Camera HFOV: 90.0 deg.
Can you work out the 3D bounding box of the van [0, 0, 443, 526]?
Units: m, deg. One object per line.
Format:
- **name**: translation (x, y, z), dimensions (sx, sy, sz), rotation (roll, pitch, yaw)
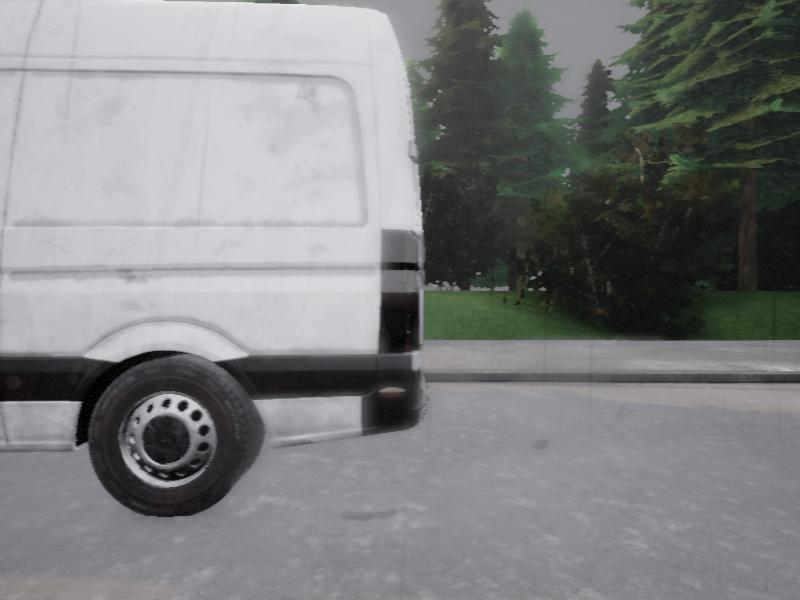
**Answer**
- **van**: translation (-2.785, -0.278, 2.752), dimensions (5.915, 2.561, 1.988), rotation (0, 0, -1)
